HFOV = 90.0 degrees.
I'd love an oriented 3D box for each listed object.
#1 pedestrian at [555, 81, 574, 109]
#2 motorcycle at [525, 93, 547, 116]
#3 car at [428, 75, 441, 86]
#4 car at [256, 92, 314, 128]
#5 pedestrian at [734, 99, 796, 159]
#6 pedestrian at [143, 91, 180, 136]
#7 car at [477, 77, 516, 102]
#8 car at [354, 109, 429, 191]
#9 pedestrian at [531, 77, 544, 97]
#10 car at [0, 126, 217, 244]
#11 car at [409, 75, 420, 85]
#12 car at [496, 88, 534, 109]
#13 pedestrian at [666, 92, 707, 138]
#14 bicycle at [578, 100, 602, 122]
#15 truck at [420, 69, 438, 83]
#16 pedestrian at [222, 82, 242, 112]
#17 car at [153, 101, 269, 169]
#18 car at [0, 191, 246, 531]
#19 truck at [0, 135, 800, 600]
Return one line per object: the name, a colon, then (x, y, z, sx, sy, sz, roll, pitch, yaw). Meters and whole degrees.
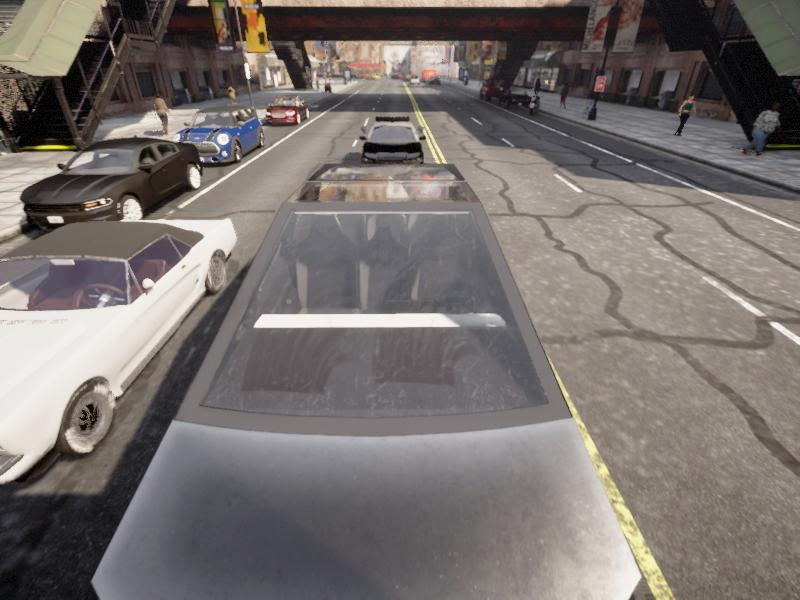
pedestrian: (12.535, -15.616, 30.523, 0.751, 1.860, 0.751, 0, 30, 0)
motorcycle: (9.765, -14.045, 28.712, 0.764, 1.277, 2.356, 16, 34, 25)
car: (6.247, -40.154, 73.085, 2.038, 1.542, 4.974, 0, 30, 0)
car: (-6.865, -11.713, 24.498, 2.231, 1.521, 4.892, 0, 30, -1)
pedestrian: (12.894, -6.060, 14.183, 0.751, 1.860, 0.751, 0, 30, 0)
pedestrian: (-11.061, -8.658, 18.597, 0.751, 1.860, 0.751, 0, 30, 0)
car: (9.653, -21.400, 40.581, 2.435, 2.045, 5.566, 0, 30, -1)
car: (-0.240, -5.083, 13.065, 1.930, 1.638, 5.238, 0, 30, 0)
pedestrian: (14.442, -22.372, 42.076, 0.751, 1.860, 0.751, -4, 31, -7)
car: (-6.605, -3.030, 9.651, 2.097, 1.535, 5.008, 0, 30, -1)
car: (2.731, -41.047, 74.669, 1.851, 1.617, 3.988, 0, 30, 0)
car: (9.765, -17.350, 34.382, 1.895, 1.301, 4.718, 0, 30, -1)
pedestrian: (13.026, -8.440, 18.254, 0.751, 1.860, 0.751, 2, 30, 4)
bicycle: (11.670, -11.651, 24.594, 0.373, 1.024, 1.643, 8, 30, -6)
truck: (5.976, -46.907, 83.757, 2.627, 2.467, 5.204, -4, 31, -7)
pedestrian: (-12.092, -14.665, 28.867, 0.751, 1.860, 0.751, 1, 30, 2)
car: (-6.802, -6.382, 15.133, 2.185, 1.767, 4.553, 0, 30, -1)
car: (-3.653, -0.004, 4.719, 1.895, 1.301, 4.718, 0, 30, 0)
truck: (-0.147, -0.096, 4.085, 2.390, 2.098, 6.274, 0, 30, 0)
